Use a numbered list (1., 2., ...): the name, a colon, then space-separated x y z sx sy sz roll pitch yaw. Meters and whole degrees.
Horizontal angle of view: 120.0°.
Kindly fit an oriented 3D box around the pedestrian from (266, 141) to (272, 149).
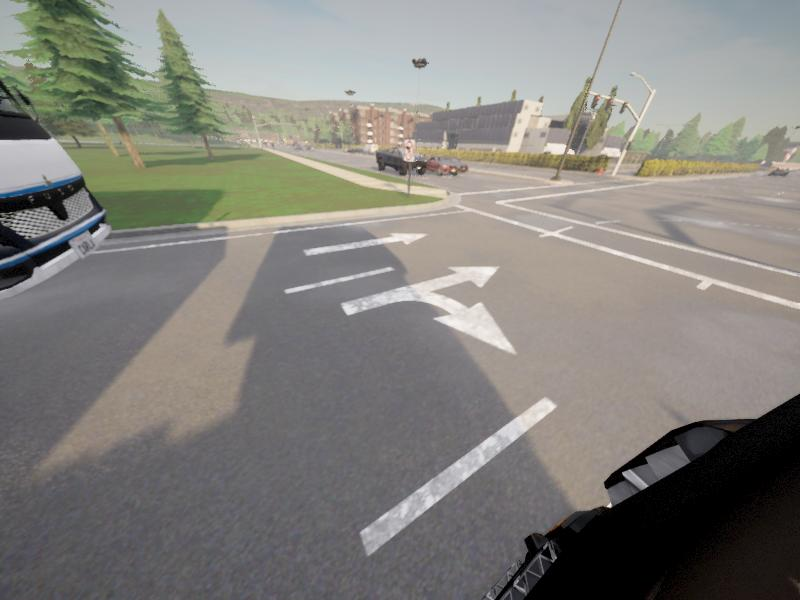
1. pedestrian: -36.615 -43.301 64.636 0.751 1.860 0.751 -20 40 -30

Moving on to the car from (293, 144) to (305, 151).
1. car: -31.345 -47.255 71.558 2.038 1.542 4.974 -17 38 -27

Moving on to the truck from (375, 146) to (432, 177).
1. truck: 0.047 -13.222 21.927 2.390 2.098 6.274 -17 38 -26

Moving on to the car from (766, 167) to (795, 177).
1. car: 75.869 -25.460 46.021 4.902 1.511 2.128 -16 38 -26

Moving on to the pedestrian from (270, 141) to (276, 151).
1. pedestrian: -31.139 -37.736 56.627 0.751 1.860 0.751 -16 38 -25

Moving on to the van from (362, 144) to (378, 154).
1. van: -9.075 -46.221 70.686 2.351 2.431 6.366 -16 38 -26

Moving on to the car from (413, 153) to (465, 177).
1. car: 3.653 -13.337 22.773 2.152 1.651 5.027 -17 38 -26

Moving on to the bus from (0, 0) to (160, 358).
1. bus: -9.312 -0.961 0.898 10.273 4.253 3.944 -16 38 -26

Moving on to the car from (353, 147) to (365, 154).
1. car: -12.314 -45.121 69.702 1.812 1.442 4.674 -16 38 -26

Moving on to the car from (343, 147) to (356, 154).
1. car: -14.951 -43.901 67.611 2.038 1.542 4.974 -16 38 -26

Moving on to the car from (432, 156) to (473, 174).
1. car: 5.730 -15.017 25.670 1.994 1.385 4.181 -17 38 -26

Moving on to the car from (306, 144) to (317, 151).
1. car: -27.756 -47.634 72.284 2.033 1.649 4.856 -17 38 -26
